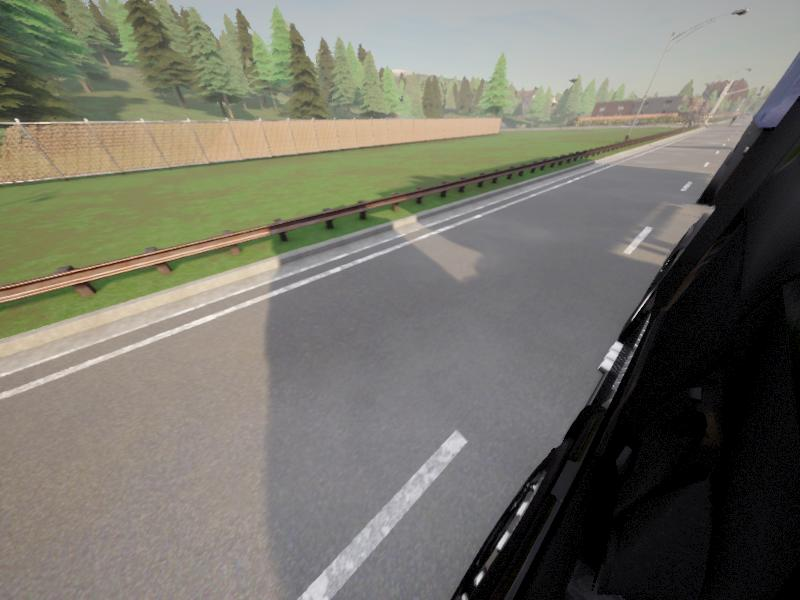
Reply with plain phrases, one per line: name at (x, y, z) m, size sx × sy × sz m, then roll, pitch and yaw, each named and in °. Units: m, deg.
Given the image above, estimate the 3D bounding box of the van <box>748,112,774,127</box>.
van at (64.219, -32.104, 41.145) m, size 4.442 × 1.987 × 1.775 m, roll -28°, pitch 43°, yaw -30°

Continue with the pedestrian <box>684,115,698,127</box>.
pedestrian at (59.628, -36.614, 47.303) m, size 0.751 × 1.860 × 0.751 m, roll 6°, pitch 37°, yaw 11°

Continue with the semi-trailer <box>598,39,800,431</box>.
semi-trailer at (8.695, -3.596, 4.245) m, size 14.254 × 4.402 × 2.717 m, roll -28°, pitch 44°, yaw -30°

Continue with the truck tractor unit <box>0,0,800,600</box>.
truck tractor unit at (2.645, -0.295, 0.351) m, size 6.516 × 4.208 × 3.053 m, roll -28°, pitch 44°, yaw -30°
